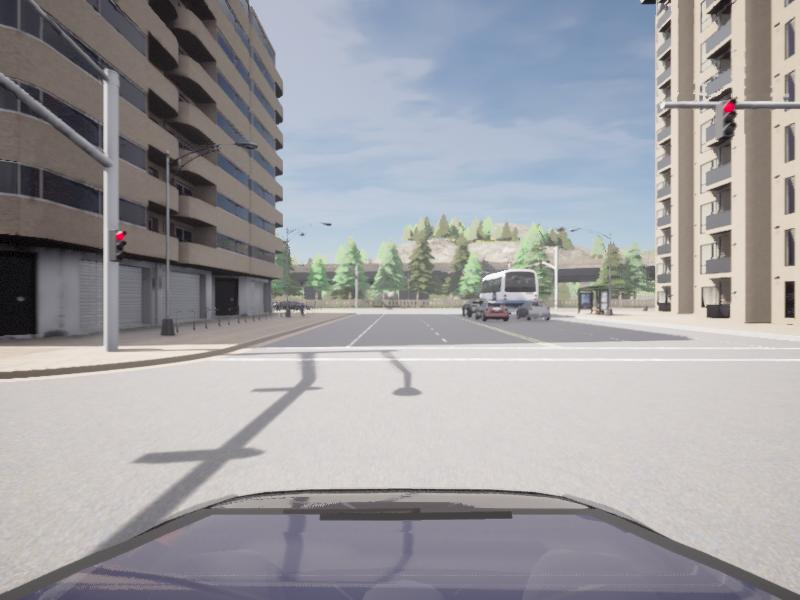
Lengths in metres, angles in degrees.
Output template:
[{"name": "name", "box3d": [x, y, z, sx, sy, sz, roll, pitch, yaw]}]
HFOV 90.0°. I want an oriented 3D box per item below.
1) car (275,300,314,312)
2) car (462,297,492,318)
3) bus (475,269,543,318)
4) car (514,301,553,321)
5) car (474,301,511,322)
[{"name": "car", "box3d": [-14.264, 0.789, 54.264, 4.892, 1.490, 1.837, 0, 0, 1]}, {"name": "car", "box3d": [7.004, 0.652, 36.770, 1.932, 1.855, 4.605, 0, 0, 0]}, {"name": "bus", "box3d": [10.383, -0.535, 39.811, 3.944, 4.253, 10.273, 0, 0, 0]}, {"name": "car", "box3d": [10.510, 0.826, 31.781, 1.845, 1.501, 3.633, 0, 0, 0]}, {"name": "car", "box3d": [7.000, 0.853, 30.751, 1.970, 1.475, 3.806, 0, 0, 0]}]
